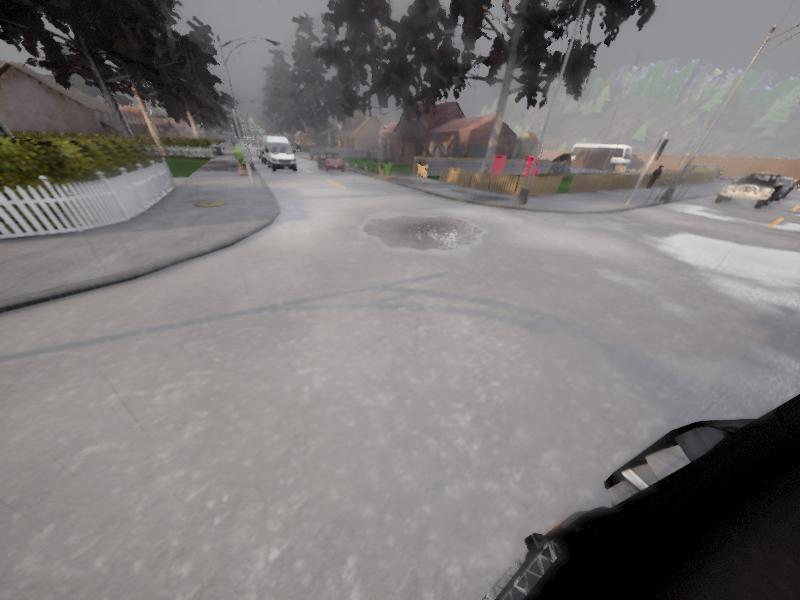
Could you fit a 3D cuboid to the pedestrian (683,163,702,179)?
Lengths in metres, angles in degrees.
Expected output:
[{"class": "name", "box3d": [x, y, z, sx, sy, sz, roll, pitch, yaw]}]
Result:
[{"class": "pedestrian", "box3d": [41.769, -18.422, 33.029, 0.751, 1.860, 0.751, -16, 38, -26]}]

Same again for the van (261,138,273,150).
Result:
[{"class": "van", "box3d": [-37.791, -44.211, 65.509, 1.988, 2.561, 5.915, -16, 38, -26]}]

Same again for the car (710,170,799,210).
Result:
[{"class": "car", "box3d": [22.351, -7.032, 14.577, 4.605, 1.855, 1.932, -16, 38, -26]}]

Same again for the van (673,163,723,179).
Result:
[{"class": "van", "box3d": [49.061, -21.392, 38.184, 1.775, 1.987, 4.442, -16, 38, -26]}]

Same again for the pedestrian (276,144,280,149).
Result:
[{"class": "pedestrian", "box3d": [-39.398, -49.524, 74.336, 0.751, 1.300, 0.751, -19, 40, -30]}]

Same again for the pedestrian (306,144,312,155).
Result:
[{"class": "pedestrian", "box3d": [-17.457, -28.985, 44.484, 0.751, 1.860, 0.751, -12, 36, -21]}]

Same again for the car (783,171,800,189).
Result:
[{"class": "car", "box3d": [50.083, -14.108, 27.438, 4.553, 1.767, 2.097, 3, 34, 0]}]

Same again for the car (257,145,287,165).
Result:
[{"class": "car", "box3d": [-14.616, -16.475, 26.262, 2.152, 1.651, 5.027, -16, 38, -26]}]

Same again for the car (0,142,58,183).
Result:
[{"class": "car", "box3d": [-18.073, -5.594, 9.326, 4.181, 1.381, 1.994, -16, 38, -26]}]

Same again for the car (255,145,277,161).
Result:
[{"class": "car", "box3d": [-18.217, -20.012, 31.368, 1.801, 1.575, 5.366, -16, 38, -26]}]

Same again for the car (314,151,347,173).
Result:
[{"class": "car", "box3d": [-6.517, -12.816, 21.437, 1.845, 1.501, 3.633, -16, 38, -26]}]

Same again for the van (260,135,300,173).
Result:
[{"class": "van", "box3d": [-10.765, -13.056, 20.572, 1.988, 2.561, 5.915, -16, 38, -26]}]

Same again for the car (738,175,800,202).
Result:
[{"class": "car", "box3d": [29.161, -8.815, 18.132, 4.892, 1.490, 1.837, -16, 38, -26]}]

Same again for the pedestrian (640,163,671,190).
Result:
[{"class": "pedestrian", "box3d": [20.361, -9.846, 18.459, 0.751, 1.860, 0.751, -16, 38, -26]}]

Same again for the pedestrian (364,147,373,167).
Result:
[{"class": "pedestrian", "box3d": [-3.529, -15.923, 25.821, 0.751, 1.860, 0.751, -16, 38, -26]}]

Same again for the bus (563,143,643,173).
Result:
[{"class": "bus", "box3d": [39.100, -27.967, 45.303, 3.944, 4.253, 10.273, -16, 38, -26]}]
